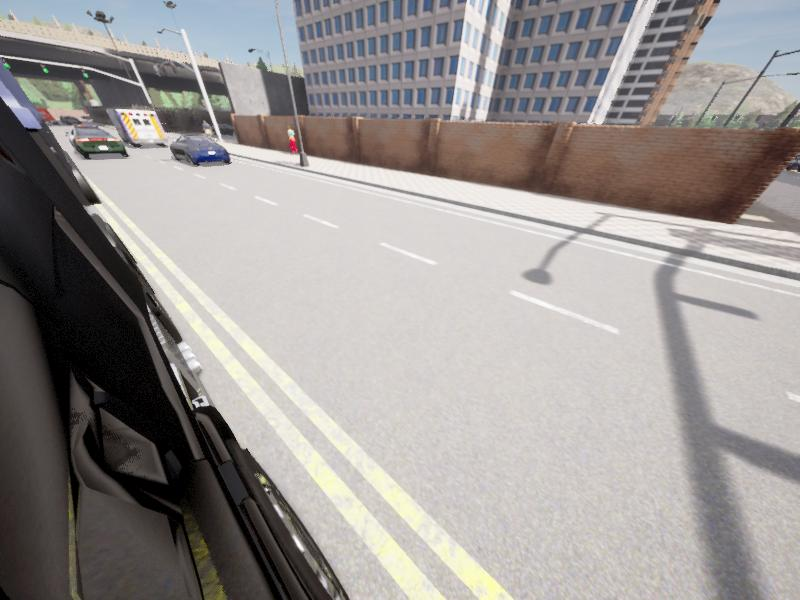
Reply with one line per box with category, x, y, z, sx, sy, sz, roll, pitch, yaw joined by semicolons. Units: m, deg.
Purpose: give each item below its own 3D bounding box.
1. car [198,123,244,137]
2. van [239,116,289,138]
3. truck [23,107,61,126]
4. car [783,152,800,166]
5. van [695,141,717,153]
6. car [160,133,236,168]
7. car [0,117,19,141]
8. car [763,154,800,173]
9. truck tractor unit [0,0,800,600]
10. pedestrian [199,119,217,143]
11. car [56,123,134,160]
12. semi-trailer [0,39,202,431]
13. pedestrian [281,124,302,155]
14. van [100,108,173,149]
car;-26.770;-25.557;34.728;1.837;1.490;4.892;28;43;29
van;-20.918;-26.825;35.937;1.988;2.561;5.915;27;43;28
truck;-63.510;-32.584;40.969;5.204;2.467;2.627;27;43;28
car;60.137;-20.795;34.236;2.007;1.525;4.514;27;43;29
van;86.128;-43.298;65.102;1.988;2.561;5.915;27;43;29
car;-12.045;-9.019;13.786;4.181;1.385;1.994;27;43;28
car;-34.634;-13.407;17.976;4.974;1.542;2.038;-5;38;-10
car;42.824;-15.064;25.409;1.816;1.474;4.193;27;43;29
truck tractor unit;-2.645;-0.295;0.351;6.516;4.208;3.053;28;44;30
pedestrian;-18.736;-16.468;22.558;0.751;1.860;0.751;-19;42;-27
car;-19.022;-9.916;14.388;4.974;1.542;2.038;27;43;29
semi-trailer;-8.716;-3.595;4.206;14.254;4.402;2.717;28;43;30
pedestrian;-8.067;-11.944;17.254;0.751;1.860;0.751;27;43;29
van;-22.696;-14.798;19.905;6.366;2.431;2.351;27;43;28
